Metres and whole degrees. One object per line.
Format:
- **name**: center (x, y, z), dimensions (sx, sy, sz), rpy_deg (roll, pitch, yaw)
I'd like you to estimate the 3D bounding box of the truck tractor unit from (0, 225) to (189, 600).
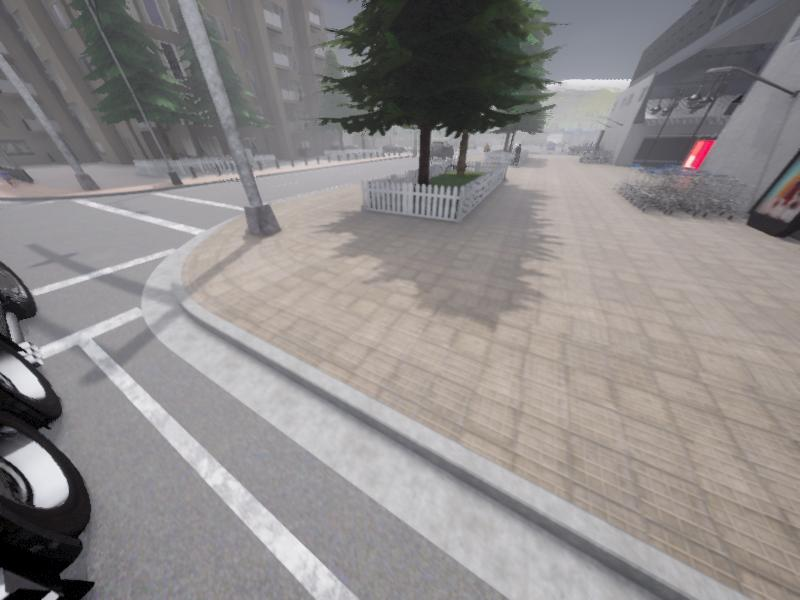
- **truck tractor unit**: center (-5.044, -0.362, 0.873), dimensions (6.516, 4.208, 3.053), rpy_deg (21, 40, 27)
